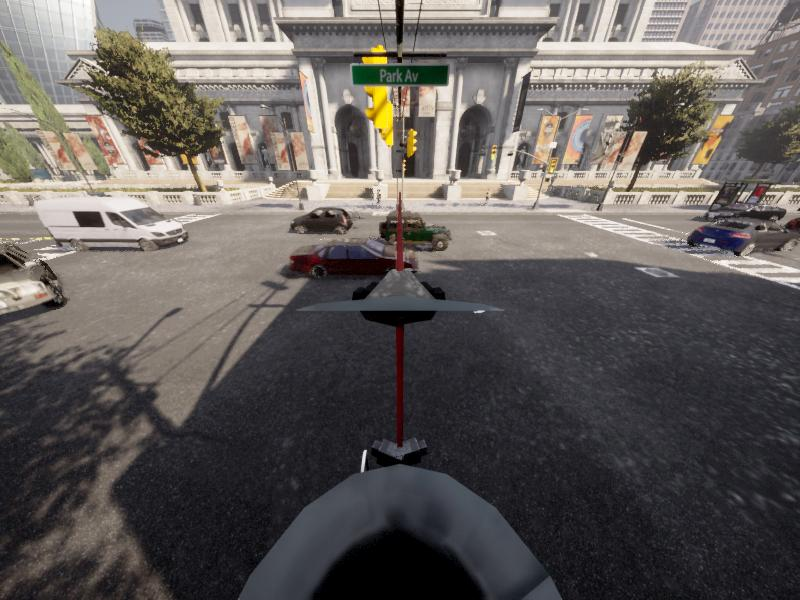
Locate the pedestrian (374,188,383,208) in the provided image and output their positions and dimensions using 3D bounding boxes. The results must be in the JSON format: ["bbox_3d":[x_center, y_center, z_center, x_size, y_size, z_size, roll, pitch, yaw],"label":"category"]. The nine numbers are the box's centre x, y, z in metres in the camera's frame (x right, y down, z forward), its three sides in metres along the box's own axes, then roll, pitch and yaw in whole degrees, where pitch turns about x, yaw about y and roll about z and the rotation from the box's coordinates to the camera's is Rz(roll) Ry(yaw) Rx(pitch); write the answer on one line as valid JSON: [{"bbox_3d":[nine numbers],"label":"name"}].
[{"bbox_3d":[-2.258,-10.862,24.605,0.751,1.860,0.751,0,30,0],"label":"pedestrian"}]

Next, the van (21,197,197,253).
[{"bbox_3d":[-15.371,-4.147,12.652,5.915,2.561,1.988,0,30,0],"label":"van"}]

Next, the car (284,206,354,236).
[{"bbox_3d":[-5.378,-5.465,15.864,3.988,1.617,1.851,0,30,0],"label":"car"}]

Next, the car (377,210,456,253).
[{"bbox_3d":[0.825,-3.814,12.723,3.866,1.878,1.905,0,30,0],"label":"car"}]

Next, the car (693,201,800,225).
[{"bbox_3d":[27.895,-7.060,18.722,4.902,1.511,2.128,0,30,0],"label":"car"}]

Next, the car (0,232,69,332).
[{"bbox_3d":[-12.836,-0.690,7.319,4.605,1.855,1.932,20,34,31],"label":"car"}]

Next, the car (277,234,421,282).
[{"bbox_3d":[-1.898,-1.859,9.831,5.357,1.411,2.033,0,30,0],"label":"car"}]

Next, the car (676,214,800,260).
[{"bbox_3d":[18.610,-3.521,12.481,5.027,1.651,2.152,-7,30,-11],"label":"car"}]

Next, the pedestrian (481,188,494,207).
[{"bbox_3d":[9.464,-11.094,25.008,0.751,1.860,0.751,-4,30,-7],"label":"pedestrian"}]

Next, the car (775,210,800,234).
[{"bbox_3d":[29.592,-5.249,15.728,4.181,1.385,1.994,0,30,0],"label":"car"}]
